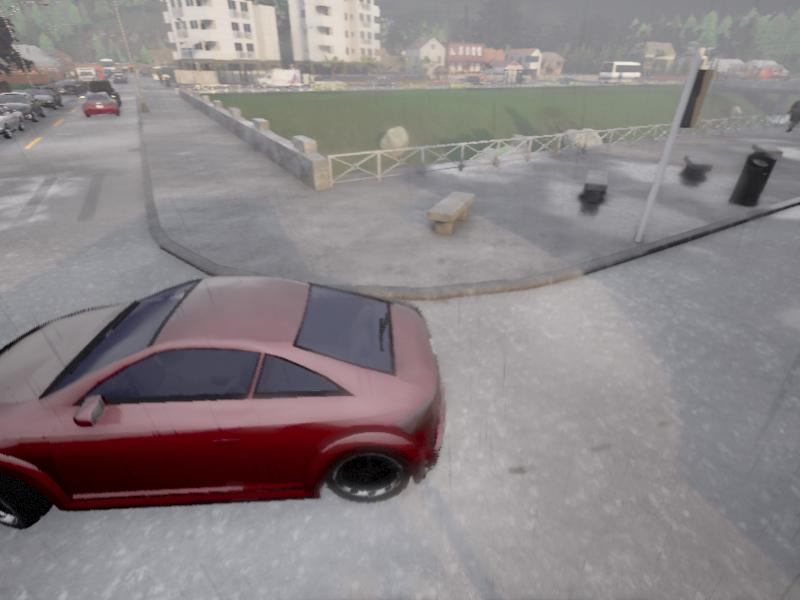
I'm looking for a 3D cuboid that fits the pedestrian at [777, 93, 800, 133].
[{"bbox_3d":[21.301,-10.016,21.440,0.751,1.860,0.751,-16,34,-25],"label":"pedestrian"}]

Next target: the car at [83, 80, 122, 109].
[{"bbox_3d":[-23.929,-16.689,32.334,1.905,1.878,3.866,-16,34,-26],"label":"car"}]

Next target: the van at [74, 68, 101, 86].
[{"bbox_3d":[-49.681,-35.585,63.737,2.351,2.431,6.366,-16,34,-26],"label":"van"}]

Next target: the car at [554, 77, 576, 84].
[{"bbox_3d":[35.423,-47.244,86.086,4.181,1.385,1.994,-16,34,-26],"label":"car"}]

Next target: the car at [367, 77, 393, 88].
[{"bbox_3d":[-3.366,-36.280,66.611,3.806,1.475,1.970,-16,34,-26],"label":"car"}]

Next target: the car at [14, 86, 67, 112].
[{"bbox_3d":[-27.367,-15.445,30.642,2.033,1.411,5.357,-16,34,-26],"label":"car"}]

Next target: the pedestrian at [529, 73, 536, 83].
[{"bbox_3d":[29.053,-48.730,87.808,0.751,1.860,0.751,-16,34,-27],"label":"pedestrian"}]

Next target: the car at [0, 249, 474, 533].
[{"bbox_3d":[-1.688,0.613,3.591,4.181,1.385,1.994,-1,31,-3],"label":"car"}]

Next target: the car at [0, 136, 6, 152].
[{"bbox_3d":[-15.979,-5.568,13.802,2.128,1.511,4.902,-15,34,-25],"label":"car"}]

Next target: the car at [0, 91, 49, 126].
[{"bbox_3d":[-22.902,-11.569,23.980,1.837,1.490,4.892,-16,34,-26],"label":"car"}]

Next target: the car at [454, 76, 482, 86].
[{"bbox_3d":[12.721,-40.910,74.644,4.856,1.649,2.033,-16,34,-26],"label":"car"}]

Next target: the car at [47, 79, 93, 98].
[{"bbox_3d":[-35.168,-22.698,42.834,1.837,1.490,4.892,-8,31,-12],"label":"car"}]

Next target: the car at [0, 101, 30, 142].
[{"bbox_3d":[-19.532,-8.511,18.996,1.895,1.301,4.718,-16,34,-26],"label":"car"}]

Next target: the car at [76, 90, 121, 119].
[{"bbox_3d":[-20.348,-13.321,27.144,1.994,1.385,4.181,-17,35,-27],"label":"car"}]

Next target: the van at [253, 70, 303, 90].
[{"bbox_3d":[-17.916,-32.570,59.084,6.366,2.431,2.351,-16,34,-26],"label":"van"}]

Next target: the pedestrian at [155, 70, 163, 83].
[{"bbox_3d":[-41.104,-38.104,68.264,0.751,1.860,0.751,-16,34,-26],"label":"pedestrian"}]

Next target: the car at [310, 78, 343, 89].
[{"bbox_3d":[-11.499,-33.900,62.585,4.718,1.301,1.895,-16,34,-26],"label":"car"}]
